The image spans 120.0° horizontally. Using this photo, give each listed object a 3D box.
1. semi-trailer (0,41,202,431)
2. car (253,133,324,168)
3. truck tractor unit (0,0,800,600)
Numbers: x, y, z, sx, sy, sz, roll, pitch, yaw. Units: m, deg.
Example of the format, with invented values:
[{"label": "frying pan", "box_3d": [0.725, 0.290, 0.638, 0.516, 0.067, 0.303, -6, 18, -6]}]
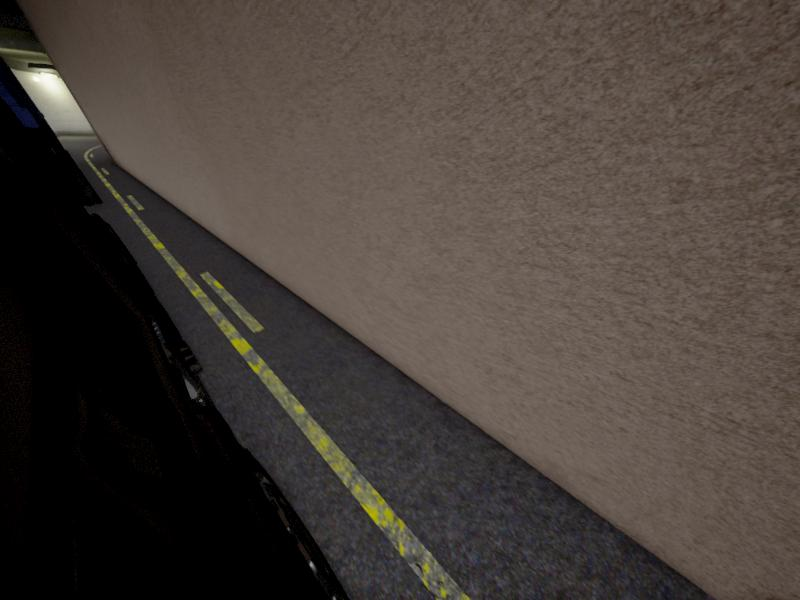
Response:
[{"label": "semi-trailer", "box_3d": [-8.708, -3.599, 4.217, 14.254, 4.402, 2.717, 28, 44, 30]}, {"label": "car", "box_3d": [-7.341, -9.933, 15.193, 4.514, 1.525, 2.007, 28, 44, 30]}, {"label": "truck tractor unit", "box_3d": [-2.645, -0.295, 0.351, 6.516, 4.208, 3.053, 28, 44, 30]}]
